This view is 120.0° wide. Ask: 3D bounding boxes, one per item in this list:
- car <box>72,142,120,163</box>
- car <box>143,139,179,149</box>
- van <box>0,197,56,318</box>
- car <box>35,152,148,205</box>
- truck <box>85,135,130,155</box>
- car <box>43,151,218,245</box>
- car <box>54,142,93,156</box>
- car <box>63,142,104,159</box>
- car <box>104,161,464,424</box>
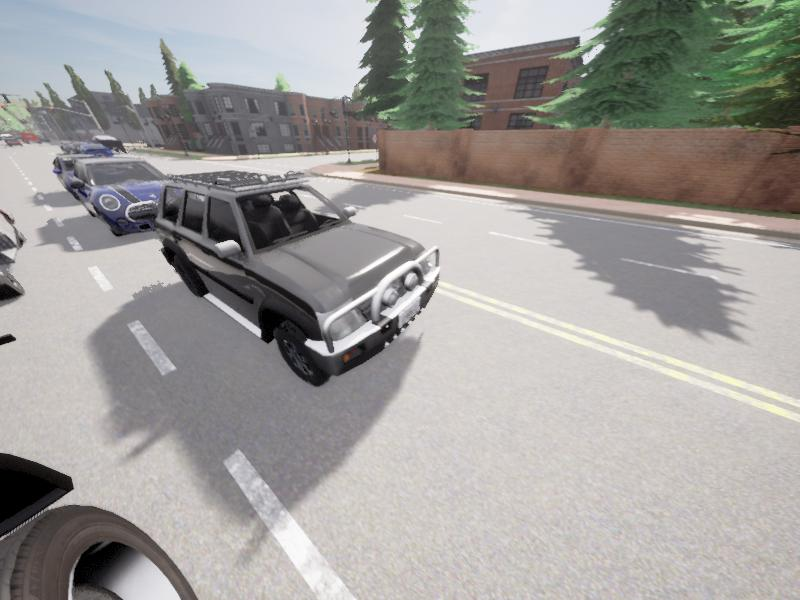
[{"bbox_3d":[-31.124,-15.144,23.625,5.008,1.535,1.882,22,41,28],"label":"car"},{"bbox_3d":[-48.553,-31.782,47.021,2.007,1.525,4.514,22,41,27],"label":"car"},{"bbox_3d":[-8.927,-1.483,3.789,6.366,2.431,2.351,22,41,28],"label":"van"},{"bbox_3d":[-13.618,-5.504,10.202,4.514,1.525,2.007,22,41,28],"label":"car"},{"bbox_3d":[-41.864,-22.240,33.050,6.274,2.098,2.390,22,41,28],"label":"truck"},{"bbox_3d":[-8.099,-3.354,6.990,4.553,1.767,2.097,22,41,28],"label":"car"},{"bbox_3d":[-43.206,-20.035,30.528,5.357,1.411,2.033,22,41,28],"label":"car"},{"bbox_3d":[-36.951,-17.512,26.944,4.892,1.490,1.837,22,41,28],"label":"car"},{"bbox_3d":[-1.768,-0.791,3.373,4.605,1.855,1.932,21,40,28],"label":"car"}]
